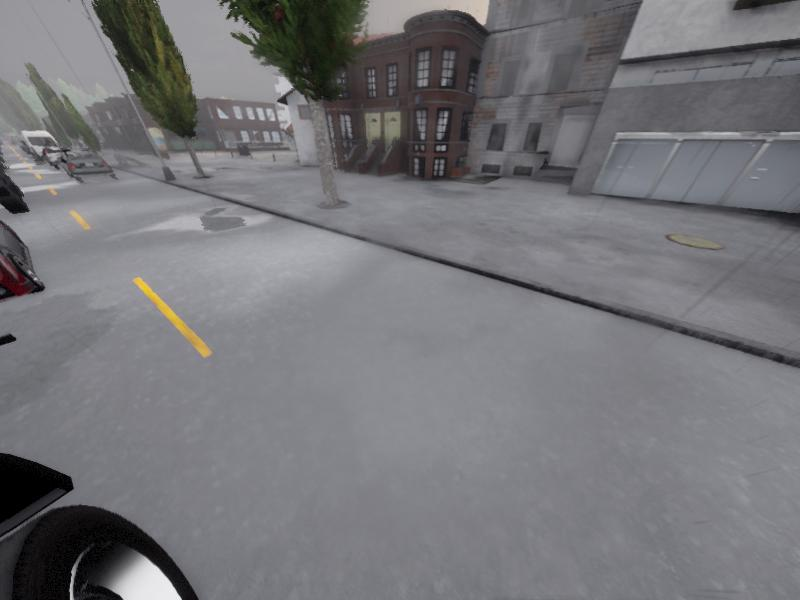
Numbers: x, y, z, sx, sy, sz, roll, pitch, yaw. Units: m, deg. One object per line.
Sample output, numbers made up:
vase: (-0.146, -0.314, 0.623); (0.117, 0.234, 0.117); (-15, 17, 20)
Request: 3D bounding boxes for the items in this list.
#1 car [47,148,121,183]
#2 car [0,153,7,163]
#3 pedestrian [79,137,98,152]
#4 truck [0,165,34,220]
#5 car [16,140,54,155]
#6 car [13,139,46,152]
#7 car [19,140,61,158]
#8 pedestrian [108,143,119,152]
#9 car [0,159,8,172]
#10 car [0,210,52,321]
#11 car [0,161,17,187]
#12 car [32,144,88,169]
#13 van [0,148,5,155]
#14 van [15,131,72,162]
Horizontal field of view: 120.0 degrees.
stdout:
car: (-19.381, -8.340, 14.200); (3.705, 1.549, 1.789); (23, 41, 28)
car: (-41.050, -14.583, 22.557); (4.605, 1.855, 1.932); (23, 41, 28)
pedestrian: (-47.992, -23.968, 35.588); (0.751, 1.860, 0.751); (15, 38, 20)
truck: (-15.652, -4.208, 7.906); (6.274, 2.098, 2.390); (22, 41, 28)
car: (-53.308, -22.319, 33.702); (4.611, 1.667, 2.242); (22, 41, 28)
car: (-62.545, -26.127, 39.018); (4.611, 1.667, 2.242); (22, 41, 28)
car: (-45.248, -19.027, 29.041); (4.856, 1.649, 2.033); (23, 41, 28)
pedestrian: (-44.517, -23.667, 35.877); (0.500, 1.100, 0.500); (18, 39, 23)
car: (-32.234, -10.827, 17.578); (5.366, 1.575, 1.801); (22, 41, 28)
car: (-7.926, -0.725, 3.671); (4.181, 1.385, 1.994); (23, 41, 28)
car: (-23.302, -7.122, 12.472); (4.902, 1.511, 2.128); (22, 41, 28)
car: (-28.803, -12.249, 19.604); (3.988, 1.617, 1.851); (22, 41, 28)
van: (-55.604, -20.868, 30.723); (5.915, 2.561, 1.988); (22, 41, 28)
van: (-37.854, -16.357, 24.532); (5.915, 2.561, 1.988); (22, 41, 28)
